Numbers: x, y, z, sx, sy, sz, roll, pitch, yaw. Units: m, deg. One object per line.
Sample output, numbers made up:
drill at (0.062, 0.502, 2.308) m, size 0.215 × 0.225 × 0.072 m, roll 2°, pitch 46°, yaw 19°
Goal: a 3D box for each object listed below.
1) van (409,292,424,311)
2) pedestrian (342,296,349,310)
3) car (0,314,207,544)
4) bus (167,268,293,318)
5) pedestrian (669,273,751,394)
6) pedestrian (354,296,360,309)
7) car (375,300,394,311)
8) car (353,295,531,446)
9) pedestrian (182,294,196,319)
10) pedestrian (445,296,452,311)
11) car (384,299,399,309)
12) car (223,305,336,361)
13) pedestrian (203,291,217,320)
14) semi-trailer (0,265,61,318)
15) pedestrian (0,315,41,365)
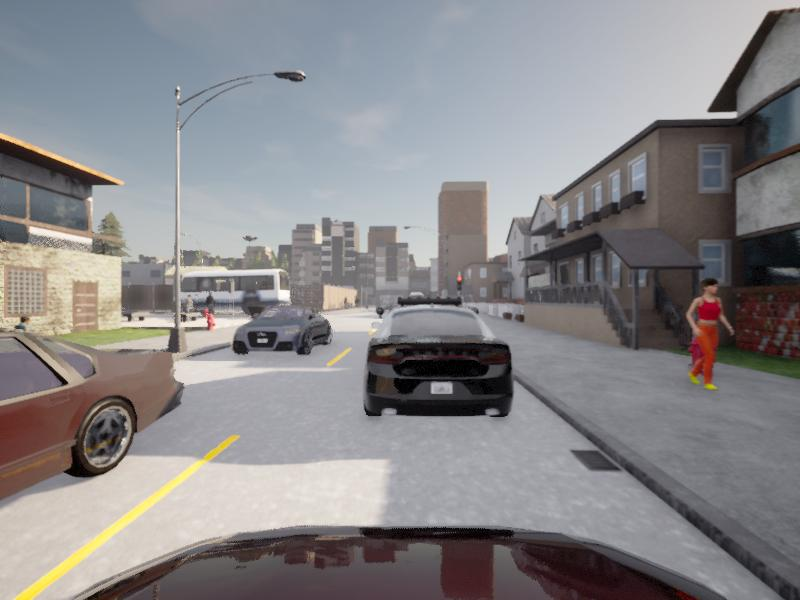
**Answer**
van at (2.293, 0.180, 57.467) m, size 1.988 × 2.561 × 5.915 m, roll 0°, pitch 0°, yaw 1°
pedestrian at (-7.307, 0.400, 53.752) m, size 0.751 × 1.860 × 0.751 m, roll 0°, pitch 0°, yaw 11°
car at (-3.654, 0.889, 2.401) m, size 2.033 × 1.411 × 5.357 m, roll 0°, pitch 0°, yaw 5°
bus at (-15.862, -0.638, 37.968) m, size 10.273 × 4.253 × 3.944 m, roll -1°, pitch 0°, yaw 3°
pedestrian at (5.052, 0.517, 6.566) m, size 0.751 × 1.860 × 0.751 m, roll 0°, pitch 0°, yaw -5°
pedestrian at (-6.528, 0.381, 61.029) m, size 0.751 × 1.860 × 0.751 m, roll 0°, pitch 0°, yaw 15°
car at (-1.954, 0.703, 53.575) m, size 2.128 × 1.511 × 4.902 m, roll 0°, pitch 0°, yaw 3°
car at (0.500, 0.753, 6.961) m, size 1.930 × 1.638 × 5.238 m, roll 0°, pitch 0°, yaw 1°
pedestrian at (-15.847, 0.450, 30.040) m, size 0.751 × 1.860 × 0.751 m, roll 0°, pitch 0°, yaw -12°
pedestrian at (5.908, 0.411, 48.857) m, size 0.751 × 1.860 × 0.751 m, roll 0°, pitch 0°, yaw -7°
car at (-1.418, 0.662, 66.858) m, size 2.038 × 1.542 × 4.974 m, roll 0°, pitch 0°, yaw 4°
car at (-3.465, 0.877, 12.433) m, size 1.994 × 1.385 × 4.181 m, roll 0°, pitch 0°, yaw 4°
pedestrian at (-12.450, 0.342, 26.227) m, size 0.751 × 1.860 × 0.751 m, roll 0°, pitch 0°, yaw -34°
semi-trailer at (-37.682, -0.702, 34.906) m, size 14.254 × 4.402 × 2.717 m, roll 0°, pitch 0°, yaw 2°
pedestrian at (-8.622, 0.891, 9.083) m, size 0.500 × 1.100 × 0.500 m, roll 0°, pitch 0°, yaw -6°
